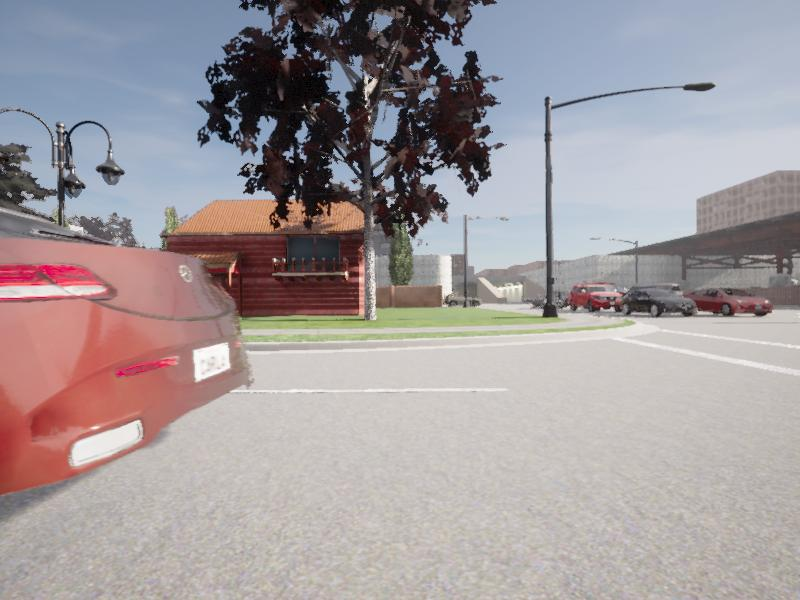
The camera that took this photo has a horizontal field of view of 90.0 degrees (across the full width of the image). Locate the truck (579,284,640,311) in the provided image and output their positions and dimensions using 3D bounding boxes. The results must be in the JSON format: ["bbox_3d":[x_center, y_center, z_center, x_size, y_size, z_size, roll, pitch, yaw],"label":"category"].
[{"bbox_3d":[18.260,-0.185,35.340,2.390,2.098,6.274,-1,0,3],"label":"truck"}]

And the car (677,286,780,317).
[{"bbox_3d":[17.669,0.090,21.877,2.007,1.525,4.514,-1,0,2],"label":"car"}]

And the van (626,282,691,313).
[{"bbox_3d":[17.894,-0.134,27.974,1.775,1.987,4.442,-1,0,2],"label":"van"}]

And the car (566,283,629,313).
[{"bbox_3d":[14.505,-0.131,29.866,2.150,2.045,5.566,-1,0,3],"label":"car"}]

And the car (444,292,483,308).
[{"bbox_3d":[8.062,0.027,50.972,4.605,1.855,1.932,2,0,0],"label":"car"}]

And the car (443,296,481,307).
[{"bbox_3d":[8.357,0.223,54.458,4.902,1.511,2.128,-1,0,2],"label":"car"}]

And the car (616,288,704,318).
[{"bbox_3d":[14.178,0.139,22.236,1.837,1.490,4.892,-1,0,2],"label":"car"}]

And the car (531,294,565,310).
[{"bbox_3d":[14.765,0.164,40.067,1.970,1.475,3.806,-1,0,1],"label":"car"}]

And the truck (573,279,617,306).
[{"bbox_3d":[29.646,-1.122,61.371,2.891,3.827,8.468,-1,0,2],"label":"truck"}]

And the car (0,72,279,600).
[{"bbox_3d":[-3.523,0.214,2.228,5.027,1.651,2.152,-1,0,1],"label":"car"}]
